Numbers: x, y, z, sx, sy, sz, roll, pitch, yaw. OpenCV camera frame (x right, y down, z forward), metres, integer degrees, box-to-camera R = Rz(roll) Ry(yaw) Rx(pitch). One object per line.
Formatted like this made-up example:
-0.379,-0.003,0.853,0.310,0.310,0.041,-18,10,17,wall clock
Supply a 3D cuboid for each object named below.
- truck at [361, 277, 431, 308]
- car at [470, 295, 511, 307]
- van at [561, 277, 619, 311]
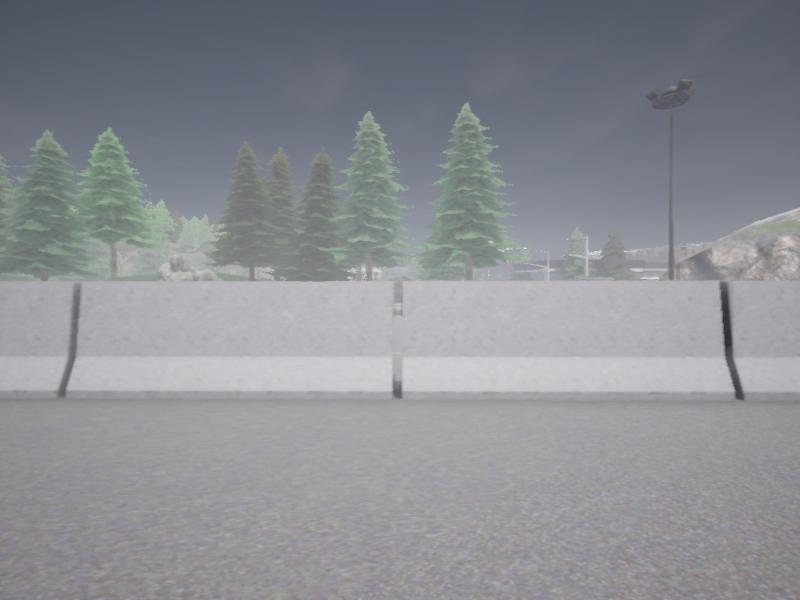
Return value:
-0.495,-0.925,49.863,8.468,3.827,2.891,0,0,0,truck
11.668,0.102,51.425,5.008,1.535,1.882,0,0,-23,car
15.721,-0.478,33.525,1.988,2.561,5.915,0,0,0,van
